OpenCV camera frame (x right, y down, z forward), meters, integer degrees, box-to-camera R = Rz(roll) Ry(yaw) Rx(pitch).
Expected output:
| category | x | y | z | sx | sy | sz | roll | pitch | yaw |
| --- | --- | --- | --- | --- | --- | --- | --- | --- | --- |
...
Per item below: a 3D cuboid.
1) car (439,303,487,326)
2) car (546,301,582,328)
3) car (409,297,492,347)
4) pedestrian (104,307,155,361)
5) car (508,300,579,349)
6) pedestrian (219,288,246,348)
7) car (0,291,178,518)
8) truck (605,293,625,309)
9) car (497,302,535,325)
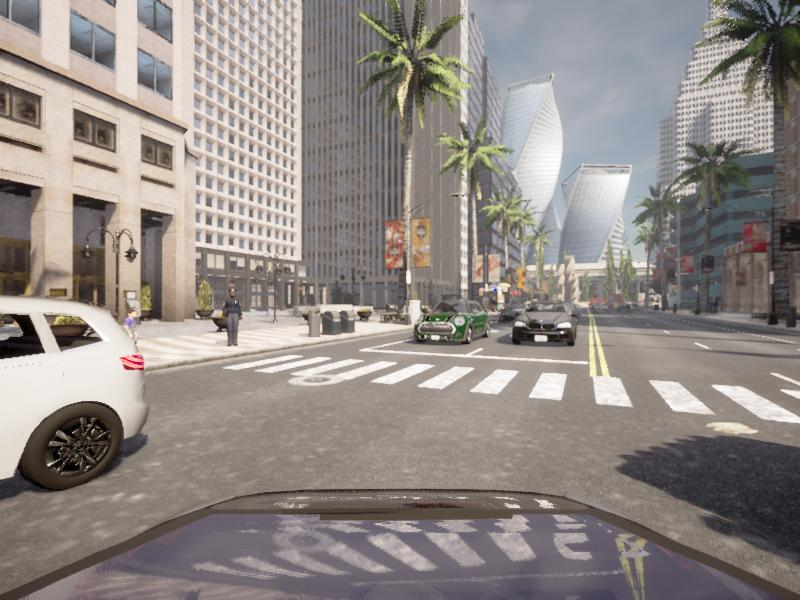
| category | x | y | z | sx | sy | sz | roll | pitch | yaw |
| --- | --- | --- | --- | --- | --- | --- | --- | --- | --- |
| car | 4.684 | 1.002 | 29.104 | 2.163 | 1.488 | 4.792 | 0 | 0 | 25 |
| car | 11.351 | 0.919 | 27.550 | 2.033 | 1.649 | 4.856 | 0 | 0 | 25 |
| car | 2.251 | 0.781 | 16.525 | 2.097 | 1.767 | 4.553 | 0 | 0 | 25 |
| pedestrian | -6.772 | 0.819 | 10.048 | 0.751 | 1.300 | 0.751 | 0 | 0 | -1 |
| car | 5.918 | 0.841 | 16.093 | 2.242 | 1.667 | 4.611 | 0 | 0 | 25 |
| pedestrian | -5.398 | 0.553 | 12.889 | 0.751 | 1.860 | 0.751 | 0 | 0 | -25 |
| car | -4.346 | 0.771 | 2.616 | 2.242 | 1.667 | 4.611 | 0 | 0 | 25 |
| truck | 53.505 | 0.177 | 99.495 | 2.891 | 3.827 | 8.468 | 0 | 0 | 39 |
| car | 8.958 | 0.979 | 30.670 | 2.038 | 1.542 | 4.974 | 0 | 0 | 25 |
